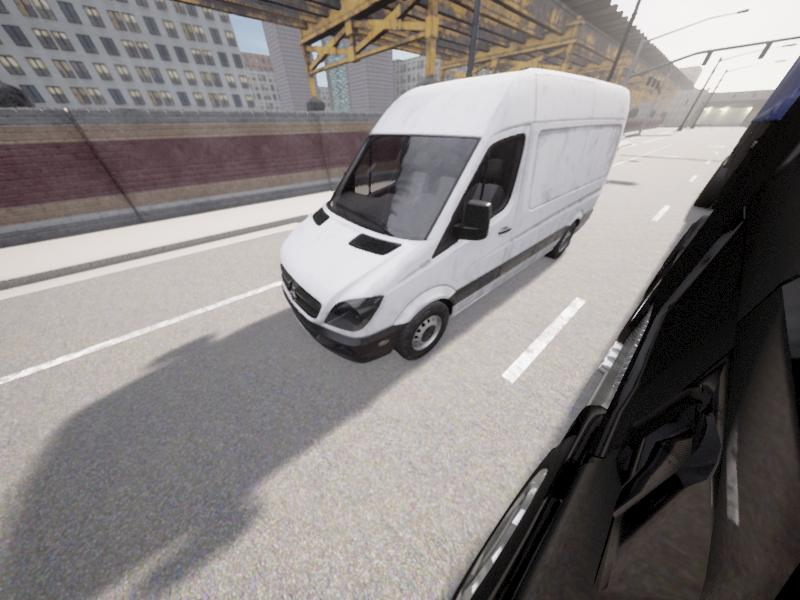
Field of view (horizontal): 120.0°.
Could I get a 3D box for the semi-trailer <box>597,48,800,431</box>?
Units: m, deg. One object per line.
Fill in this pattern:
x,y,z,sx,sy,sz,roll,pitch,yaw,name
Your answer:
8.724,-3.527,4.287,14.254,4.402,2.717,-27,45,-30,semi-trailer

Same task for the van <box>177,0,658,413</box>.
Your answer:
1.146,-1.590,3.500,5.915,2.561,1.988,-28,45,-30,van

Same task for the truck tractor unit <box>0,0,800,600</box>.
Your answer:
2.645,-0.295,0.351,6.516,4.208,3.053,-28,44,-30,truck tractor unit
